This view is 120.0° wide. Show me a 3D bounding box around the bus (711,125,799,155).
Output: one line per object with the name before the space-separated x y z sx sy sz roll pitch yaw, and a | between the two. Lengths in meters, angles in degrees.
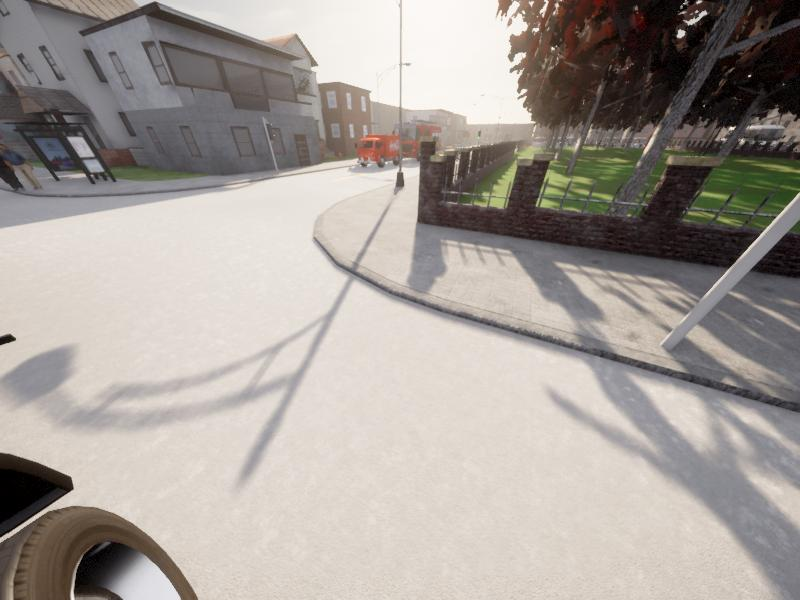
bus | 66.111 -30.298 43.676 3.944 4.253 10.273 16 38 20

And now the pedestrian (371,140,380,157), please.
pedestrian | -3.074 -19.318 29.461 0.751 1.860 0.751 12 37 16

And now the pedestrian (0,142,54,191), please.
pedestrian | -17.302 -6.068 10.542 0.751 1.860 0.751 -25 42 -31

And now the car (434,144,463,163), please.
car | 5.799 -17.414 27.300 1.801 1.575 5.366 16 38 21

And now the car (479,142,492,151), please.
car | 17.641 -31.585 47.537 1.845 1.501 3.633 16 38 21

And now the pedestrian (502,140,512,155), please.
pedestrian | 15.852 -22.551 34.195 0.751 1.860 0.751 16 38 22

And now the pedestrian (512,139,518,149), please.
pedestrian | 27.482 -37.415 55.373 0.751 1.860 0.751 20 40 26

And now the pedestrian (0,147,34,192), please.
pedestrian | -17.903 -5.941 10.364 0.751 1.860 0.751 27 43 32

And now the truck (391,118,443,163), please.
truck | 2.264 -19.059 27.662 2.891 3.827 8.468 16 38 21

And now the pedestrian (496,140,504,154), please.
pedestrian | 15.589 -23.790 35.952 0.751 1.860 0.751 14 38 19

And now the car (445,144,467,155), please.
car | 9.074 -24.699 37.824 2.033 1.411 5.357 -2 35 -4

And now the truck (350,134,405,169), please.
truck | -1.849 -13.923 21.522 2.627 2.467 5.204 16 38 21
